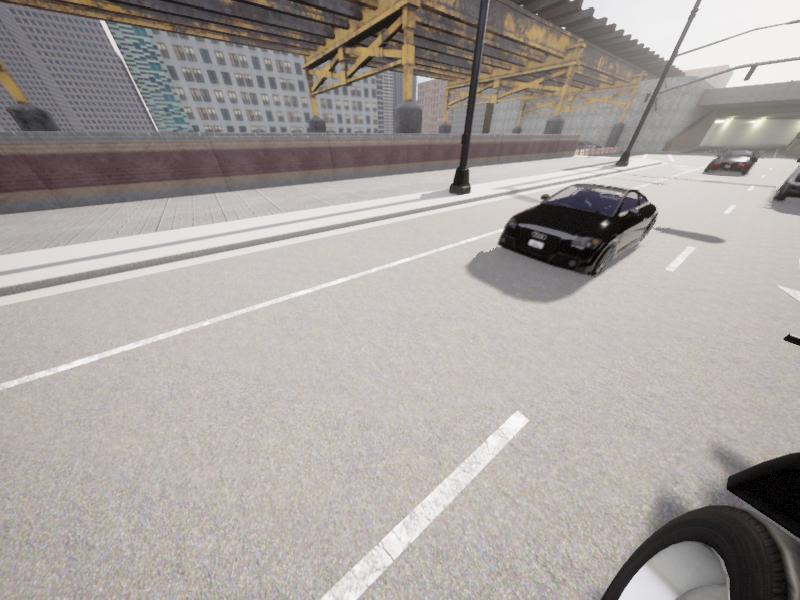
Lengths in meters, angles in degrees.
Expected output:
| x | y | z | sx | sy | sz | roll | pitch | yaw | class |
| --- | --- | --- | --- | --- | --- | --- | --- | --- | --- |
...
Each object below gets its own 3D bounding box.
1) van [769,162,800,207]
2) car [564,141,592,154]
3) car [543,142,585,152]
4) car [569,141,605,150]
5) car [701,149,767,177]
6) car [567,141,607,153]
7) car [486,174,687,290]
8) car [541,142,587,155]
| x | y | z | sx | sy | sz | roll | pitch | yaw | class |
| --- | --- | --- | --- | --- | --- | --- | --- | --- | --- |
| 17.873 | -5.438 | 9.295 | 5.915 | 2.561 | 1.988 | -22 | 41 | -28 | van |
| 28.037 | -24.099 | 36.524 | 2.038 | 1.542 | 4.974 | 11 | 37 | 15 | car |
| 24.218 | -22.690 | 34.279 | 4.536 | 1.218 | 1.853 | 5 | 35 | 7 | car |
| 31.926 | -26.385 | 39.466 | 4.536 | 1.218 | 1.853 | -4 | 35 | -5 | car |
| 24.223 | -10.017 | 16.762 | 4.181 | 1.385 | 1.994 | -22 | 41 | -28 | car |
| 31.978 | -26.259 | 39.561 | 4.974 | 1.542 | 2.038 | -4 | 35 | -5 | car |
| 4.328 | -1.916 | 5.411 | 4.181 | 1.385 | 1.994 | -22 | 41 | -28 | car |
| 24.270 | -22.557 | 34.364 | 4.974 | 1.542 | 2.038 | 5 | 35 | 7 | car |
